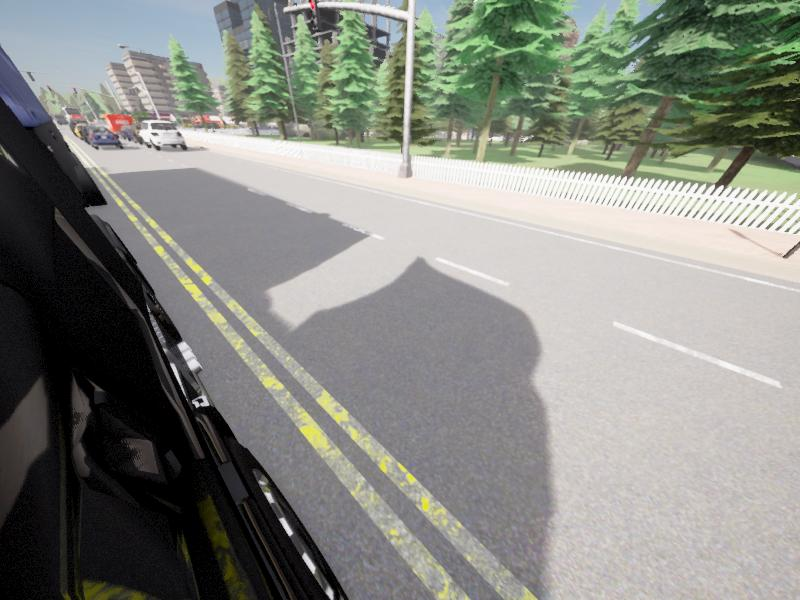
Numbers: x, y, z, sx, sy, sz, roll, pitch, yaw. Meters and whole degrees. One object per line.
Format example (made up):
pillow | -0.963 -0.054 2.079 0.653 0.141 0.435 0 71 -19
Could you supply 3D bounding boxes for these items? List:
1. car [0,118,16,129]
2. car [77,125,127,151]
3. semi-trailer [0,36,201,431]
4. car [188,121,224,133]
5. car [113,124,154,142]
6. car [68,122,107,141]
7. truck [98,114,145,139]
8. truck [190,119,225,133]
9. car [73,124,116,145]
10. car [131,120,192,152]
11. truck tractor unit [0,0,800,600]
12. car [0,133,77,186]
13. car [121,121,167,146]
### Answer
car | -65.834 -28.172 36.882 1.812 1.442 4.674 -5 37 -10
car | -24.889 -13.568 19.279 3.705 1.549 1.789 28 43 30
semi-trailer | -8.669 -3.602 4.288 14.254 4.402 2.717 28 44 30
car | -43.598 -38.887 52.033 2.150 2.045 5.566 26 43 29
car | -31.419 -19.670 27.225 4.792 1.488 2.163 28 43 30
car | -35.093 -18.918 25.930 5.366 1.575 1.801 28 43 30
truck | -36.295 -22.627 30.123 5.204 2.467 2.627 28 43 30
truck | -45.358 -41.126 54.613 2.627 2.467 5.204 26 42 29
car | -29.739 -16.072 22.464 4.193 1.474 1.816 28 43 30
car | -20.840 -14.365 20.158 5.566 2.045 2.150 28 43 30
truck tractor unit | -2.645 -0.295 0.352 6.516 4.208 3.053 28 44 30
car | -15.564 -5.939 9.569 3.806 1.475 1.970 28 44 31
car | -26.403 -17.208 23.838 4.605 1.855 1.932 28 43 30
